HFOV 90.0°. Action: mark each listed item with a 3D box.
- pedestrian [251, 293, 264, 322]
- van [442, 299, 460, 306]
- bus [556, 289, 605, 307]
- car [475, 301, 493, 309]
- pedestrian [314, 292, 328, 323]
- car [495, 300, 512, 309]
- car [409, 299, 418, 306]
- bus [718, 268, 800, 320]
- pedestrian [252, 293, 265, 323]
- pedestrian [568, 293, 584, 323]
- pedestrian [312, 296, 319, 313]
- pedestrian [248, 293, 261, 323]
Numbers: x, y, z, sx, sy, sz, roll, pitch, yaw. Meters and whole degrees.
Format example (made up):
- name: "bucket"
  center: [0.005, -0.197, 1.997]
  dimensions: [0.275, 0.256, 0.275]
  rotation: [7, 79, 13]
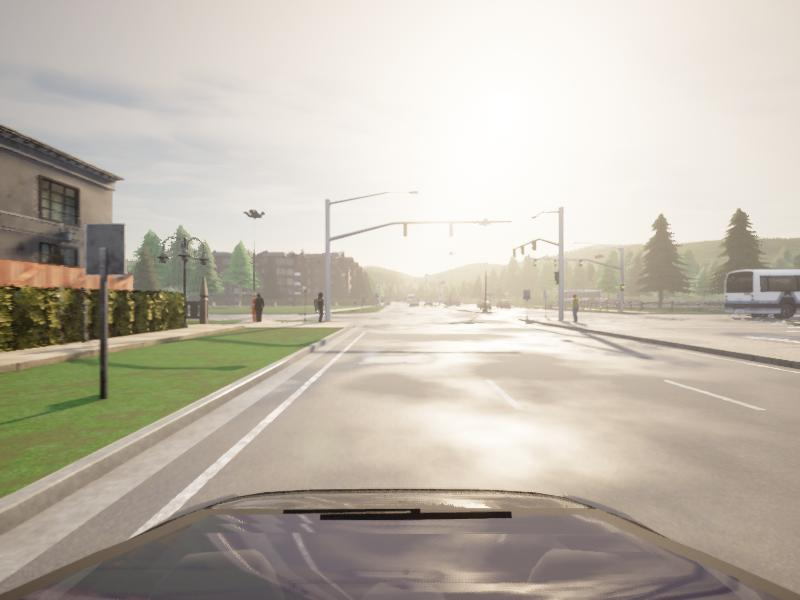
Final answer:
- name: "pedestrian"
  center: [-9.422, 0.495, 26.448]
  dimensions: [0.751, 1.860, 0.751]
  rotation: [0, 0, -11]
- name: "van"
  center: [13.219, 0.635, 103.095]
  dimensions: [4.442, 1.987, 1.775]
  rotation: [0, 0, 0]
- name: "bus"
  center: [44.910, -0.498, 99.690]
  dimensions: [10.273, 4.253, 3.944]
  rotation: [0, 0, 0]
- name: "car"
  center: [15.020, 0.879, 71.921]
  dimensions: [2.163, 1.488, 4.792]
  rotation: [0, 0, 0]
- name: "pedestrian"
  center: [-4.809, 0.464, 24.356]
  dimensions: [0.751, 1.860, 0.751]
  rotation: [0, 0, -5]
- name: "car"
  center: [18.522, 0.838, 71.740]
  dimensions: [1.851, 1.617, 3.988]
  rotation: [0, 0, 0]
- name: "car"
  center: [3.529, 0.736, 104.274]
  dimensions: [2.097, 1.767, 4.553]
  rotation: [0, 0, 0]
- name: "bus"
  center: [34.565, -0.518, 35.085]
  dimensions: [10.273, 4.253, 3.944]
  rotation: [0, 0, -1]
- name: "pedestrian"
  center: [-8.862, 0.494, 25.136]
  dimensions: [0.751, 1.860, 0.751]
  rotation: [0, 0, -19]
- name: "pedestrian"
  center: [11.068, 0.494, 25.199]
  dimensions: [0.751, 1.860, 0.751]
  rotation: [0, 0, 6]
- name: "pedestrian"
  center: [-9.705, 0.502, 46.033]
  dimensions: [0.751, 1.860, 0.751]
  rotation: [0, 0, -4]
- name: "pedestrian"
  center: [-9.346, 0.495, 25.719]
  dimensions: [0.751, 1.860, 0.751]
  rotation: [0, 0, -16]
